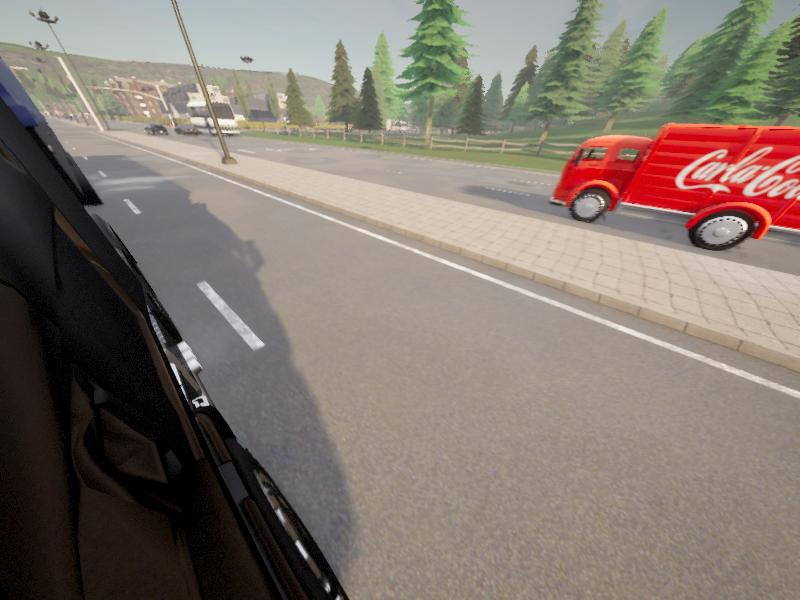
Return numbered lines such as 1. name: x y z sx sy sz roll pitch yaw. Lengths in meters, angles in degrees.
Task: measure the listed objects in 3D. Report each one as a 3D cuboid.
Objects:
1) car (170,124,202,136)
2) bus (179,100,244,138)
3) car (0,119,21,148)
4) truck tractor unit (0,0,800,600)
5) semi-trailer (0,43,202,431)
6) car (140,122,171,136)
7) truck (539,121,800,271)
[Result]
1. car: -33.566 -26.675 36.213 5.357 1.411 2.033 27 43 29
2. bus: -29.790 -28.523 36.505 10.273 4.253 3.944 27 43 29
3. car: -31.770 -12.646 17.395 2.152 1.651 5.027 -27 46 -34
4. truck tractor unit: -2.645 -0.295 0.352 6.516 4.208 3.053 28 44 30
5. semi-trailer: -8.714 -3.578 4.237 14.254 4.402 2.717 28 44 30
6. car: -36.282 -25.404 34.280 4.892 1.490 1.837 27 43 29
7. truck: 7.397 -3.239 6.313 5.204 2.467 2.627 28 44 30
